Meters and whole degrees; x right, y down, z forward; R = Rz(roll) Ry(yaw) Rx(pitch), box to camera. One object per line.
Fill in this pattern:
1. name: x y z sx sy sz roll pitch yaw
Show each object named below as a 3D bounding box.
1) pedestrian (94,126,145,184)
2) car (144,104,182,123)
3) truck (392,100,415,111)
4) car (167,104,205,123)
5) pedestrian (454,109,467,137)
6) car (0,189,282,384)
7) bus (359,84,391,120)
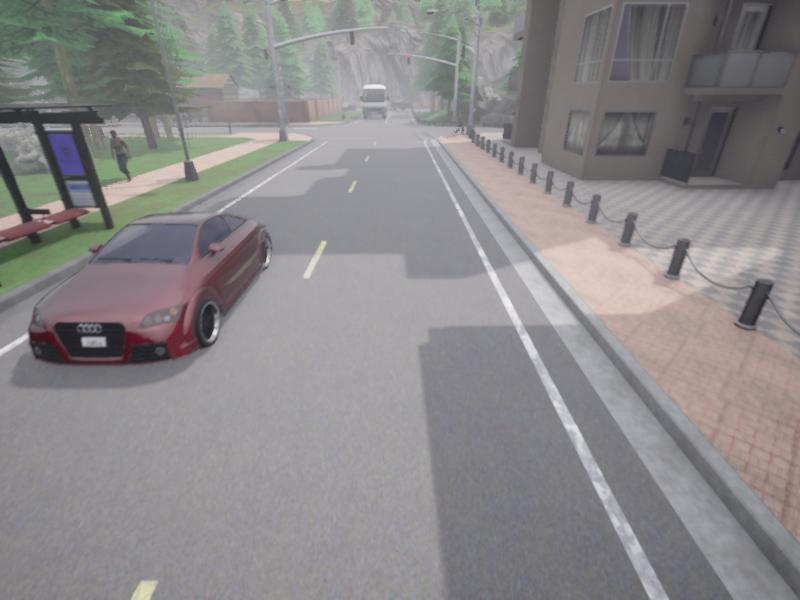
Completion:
1. pedestrian: -9.866 -5.117 14.144 0.751 1.860 0.751 -1 27 -3
2. car: -27.514 -21.808 46.642 1.905 1.878 3.866 -1 27 -1
3. truck: 0.788 -41.211 84.594 2.390 2.098 6.274 13 30 24
4. car: -25.009 -22.010 47.039 1.932 1.855 4.605 -1 27 -1
5. pedestrian: 4.613 -13.472 30.455 0.751 1.860 0.751 -1 27 -2
6. car: -3.497 -0.586 6.265 1.994 1.385 4.181 0 27 0
7. bus: -3.365 -28.520 57.507 3.944 4.253 10.273 0 27 0
